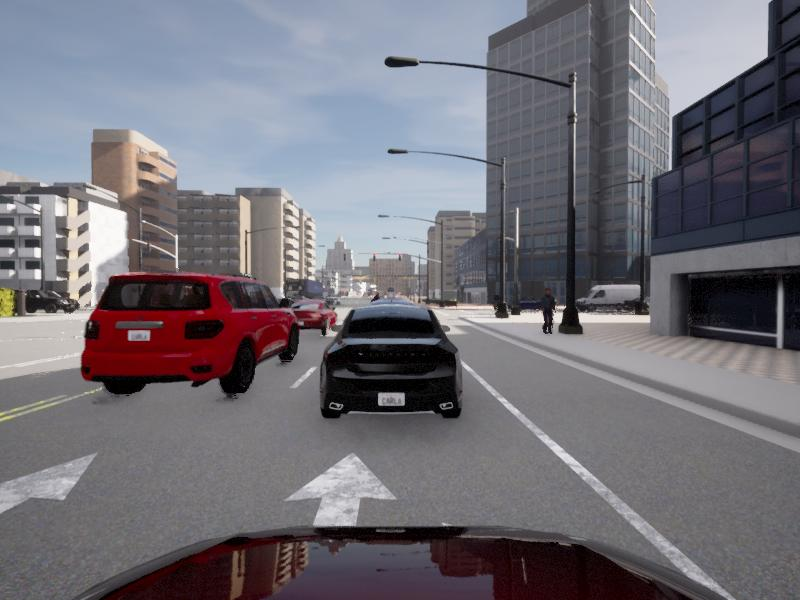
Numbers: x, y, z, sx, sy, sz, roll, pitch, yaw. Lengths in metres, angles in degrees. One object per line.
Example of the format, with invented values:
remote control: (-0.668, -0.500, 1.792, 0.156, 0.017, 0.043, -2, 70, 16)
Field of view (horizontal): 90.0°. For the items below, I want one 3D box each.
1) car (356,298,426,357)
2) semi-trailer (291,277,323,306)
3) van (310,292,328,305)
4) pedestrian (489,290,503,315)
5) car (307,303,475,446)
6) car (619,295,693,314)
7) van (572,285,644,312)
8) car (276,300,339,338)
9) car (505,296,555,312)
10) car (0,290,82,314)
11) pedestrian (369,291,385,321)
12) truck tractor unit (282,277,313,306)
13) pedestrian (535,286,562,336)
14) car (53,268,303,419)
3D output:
car: (-0.289, 0.737, 13.310, 1.882, 1.535, 5.008, 0, 1, -1)
semi-trailer: (-15.561, -1.310, 68.210, 2.717, 4.402, 14.254, 0, 0, -2)
van: (-15.770, -0.345, 78.343, 2.351, 2.431, 6.366, 0, 0, -1)
pedestrian: (7.255, 0.153, 30.247, 0.751, 1.860, 0.751, -1, 1, -35)
car: (-0.149, 0.835, 6.827, 1.837, 1.490, 4.892, 0, 0, -1)
car: (22.377, 0.357, 35.041, 5.238, 1.638, 1.930, 0, 1, -1)
van: (19.906, -0.155, 38.479, 5.915, 2.561, 1.988, 0, 1, -1)
car: (-3.917, 0.726, 17.770, 1.812, 1.442, 4.674, 0, 0, -1)
car: (12.427, 0.376, 38.379, 4.193, 1.474, 1.816, 0, 1, -1)
car: (-30.852, 0.145, 34.241, 5.566, 2.045, 2.150, 0, 1, -1)
pedestrian: (-1.486, 0.374, 26.021, 0.751, 1.860, 0.751, -1, 1, -42)
truck tractor unit: (-15.339, -1.186, 60.303, 3.053, 4.208, 6.516, 0, 0, -1)
pedestrian: (5.656, 0.405, 15.251, 0.751, 1.860, 0.751, 0, 1, -1)
car: (-3.685, 0.546, 8.241, 2.150, 2.045, 5.566, 0, 1, -1)
